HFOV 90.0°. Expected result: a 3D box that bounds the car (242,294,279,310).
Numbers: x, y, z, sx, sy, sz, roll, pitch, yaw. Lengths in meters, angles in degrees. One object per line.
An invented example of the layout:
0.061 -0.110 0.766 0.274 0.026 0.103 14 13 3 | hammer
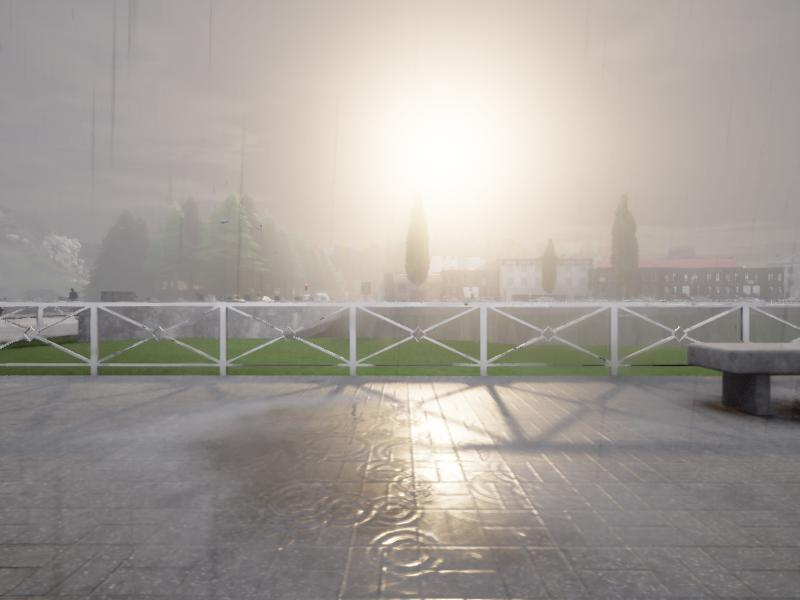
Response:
-14.223 0.237 41.112 2.038 1.542 4.974 0 0 0 | car

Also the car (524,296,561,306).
22.758 0.155 64.202 5.238 1.638 1.930 0 0 0 | car

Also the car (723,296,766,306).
55.059 0.157 63.996 4.974 1.542 2.038 0 0 0 | car

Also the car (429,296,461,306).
7.177 0.176 64.302 5.027 1.651 2.152 0 0 0 | car

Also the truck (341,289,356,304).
-13.754 -0.913 108.242 2.891 3.827 8.468 0 0 0 | truck

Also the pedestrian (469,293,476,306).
9.808 -0.070 54.110 0.751 1.860 0.751 0 0 4 | pedestrian

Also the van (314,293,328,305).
-17.883 -0.285 90.998 1.988 2.561 5.915 0 0 0 | van

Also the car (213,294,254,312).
-14.271 0.265 34.513 1.816 1.474 4.193 0 0 0 | car

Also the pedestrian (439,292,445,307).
5.378 -0.067 51.566 0.751 1.860 0.751 0 0 0 | pedestrian

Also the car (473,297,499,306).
13.753 0.244 64.260 3.806 1.475 1.970 0 0 0 | car

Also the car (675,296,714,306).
47.089 0.135 64.046 4.856 1.649 2.033 0 0 0 | car

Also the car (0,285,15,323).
-18.400 0.190 15.593 2.033 1.649 4.856 0 0 0 | car

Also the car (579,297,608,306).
31.005 0.253 64.149 3.806 1.475 1.970 0 0 0 | car

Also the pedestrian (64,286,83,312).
-23.388 -0.050 28.657 0.751 1.860 0.751 0 0 -5 | pedestrian
